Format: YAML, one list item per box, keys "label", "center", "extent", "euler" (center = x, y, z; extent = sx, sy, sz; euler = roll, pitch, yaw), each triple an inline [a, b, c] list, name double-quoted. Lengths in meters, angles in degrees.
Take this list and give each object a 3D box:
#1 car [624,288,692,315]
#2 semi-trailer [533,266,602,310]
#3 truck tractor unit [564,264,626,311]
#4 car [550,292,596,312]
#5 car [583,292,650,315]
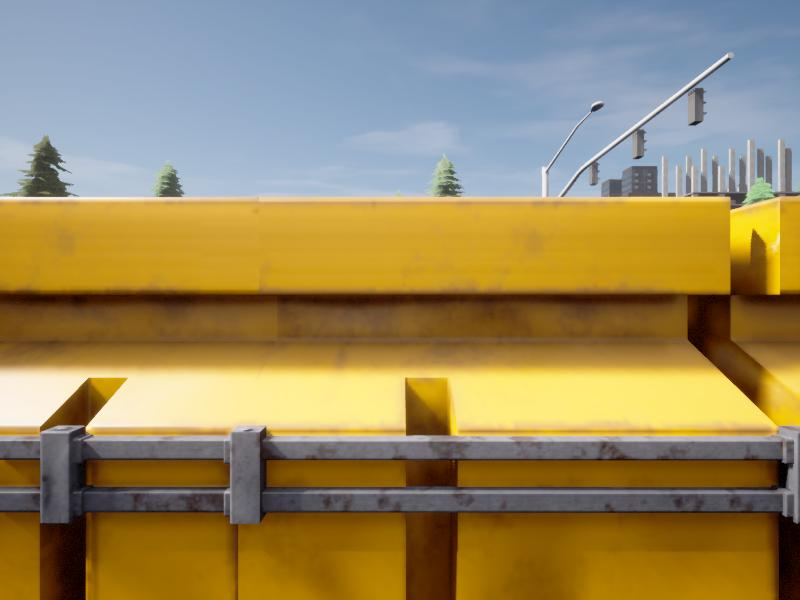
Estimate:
- label: "car"
  center: [18.474, 0.091, 28.975]
  extent: [2.097, 1.767, 4.553]
  euler: [0, 0, 2]
- label: "semi-trailer"
  center: [19.115, -1.221, 47.058]
  extent: [2.717, 4.402, 14.254]
  euler: [0, 0, 2]
- label: "truck tractor unit"
  center: [18.799, -1.119, 39.152]
  extent: [3.053, 4.208, 6.516]
  euler: [0, 0, 2]
- label: "car"
  center: [15.172, 0.168, 35.422]
  extent: [1.930, 1.638, 5.238]
  euler: [0, 0, 2]
- label: "car"
  center: [14.937, 0.233, 27.992]
  extent: [2.128, 1.511, 4.902]
  euler: [0, 0, 2]
